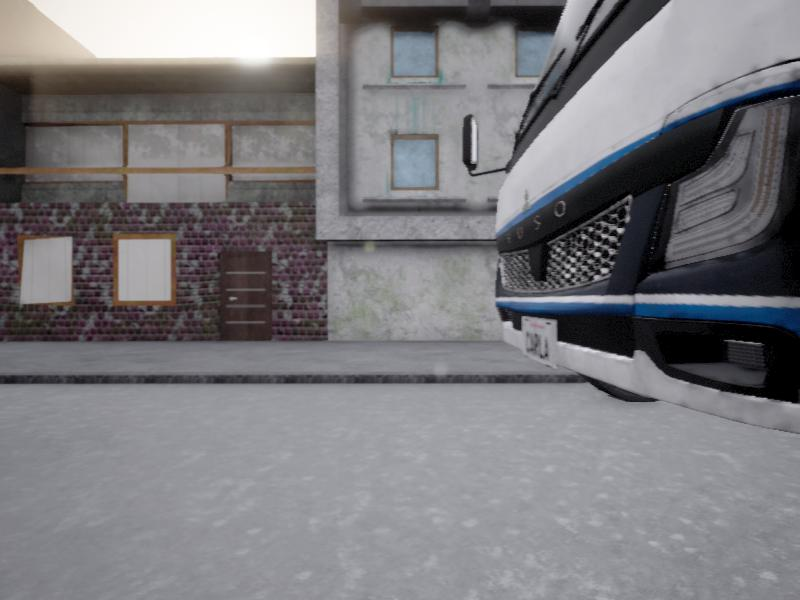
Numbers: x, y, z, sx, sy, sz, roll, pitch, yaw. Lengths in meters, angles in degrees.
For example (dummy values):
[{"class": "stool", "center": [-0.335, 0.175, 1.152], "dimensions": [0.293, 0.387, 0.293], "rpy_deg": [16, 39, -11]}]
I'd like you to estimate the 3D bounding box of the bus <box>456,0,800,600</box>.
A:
[{"class": "bus", "center": [5.803, -1.134, 2.566], "dimensions": [10.273, 4.253, 3.944], "rpy_deg": [1, 0, 0]}]
